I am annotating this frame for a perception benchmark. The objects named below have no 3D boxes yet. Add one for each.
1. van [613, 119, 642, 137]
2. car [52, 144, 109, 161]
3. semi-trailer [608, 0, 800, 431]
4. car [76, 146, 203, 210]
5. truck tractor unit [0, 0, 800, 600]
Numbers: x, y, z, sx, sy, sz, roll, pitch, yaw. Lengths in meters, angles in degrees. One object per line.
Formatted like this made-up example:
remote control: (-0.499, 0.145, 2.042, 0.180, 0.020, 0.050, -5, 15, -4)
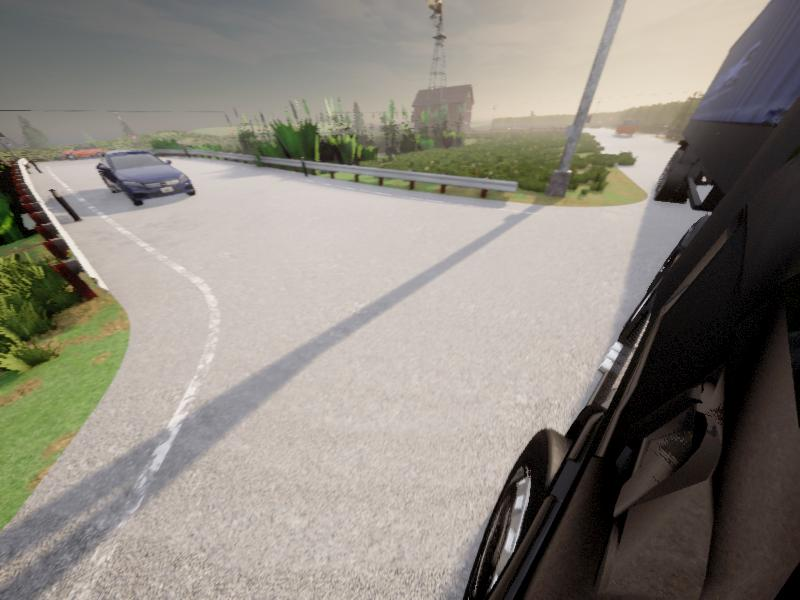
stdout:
van: (33.325, -25.400, 34.019, 1.775, 1.987, 4.442, 17, 41, 24)
car: (-47.128, -21.885, 34.199, 2.097, 1.767, 4.553, 21, 43, 29)
semi-trailer: (8.175, -3.910, 4.694, 2.717, 4.402, 14.254, 28, 46, 34)
car: (-9.949, -4.830, 8.831, 4.674, 1.442, 1.812, 23, 44, 26)
truck tractor unit: (2.645, -0.295, 0.351, 6.516, 4.208, 3.053, -28, 44, -30)
